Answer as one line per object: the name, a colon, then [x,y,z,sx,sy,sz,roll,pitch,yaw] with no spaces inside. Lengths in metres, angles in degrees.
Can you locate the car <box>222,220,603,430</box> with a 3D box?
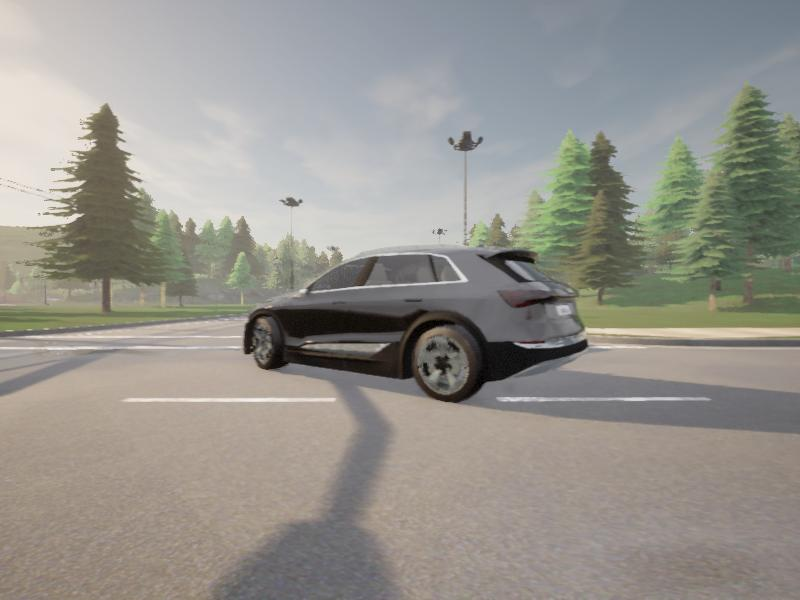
car: [-0.137,0.178,5.415,4.856,1.649,2.033,0,1,37]

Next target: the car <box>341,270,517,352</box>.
car: [0.374,0.224,10.209,2.038,1.542,4.974,1,0,-30]
